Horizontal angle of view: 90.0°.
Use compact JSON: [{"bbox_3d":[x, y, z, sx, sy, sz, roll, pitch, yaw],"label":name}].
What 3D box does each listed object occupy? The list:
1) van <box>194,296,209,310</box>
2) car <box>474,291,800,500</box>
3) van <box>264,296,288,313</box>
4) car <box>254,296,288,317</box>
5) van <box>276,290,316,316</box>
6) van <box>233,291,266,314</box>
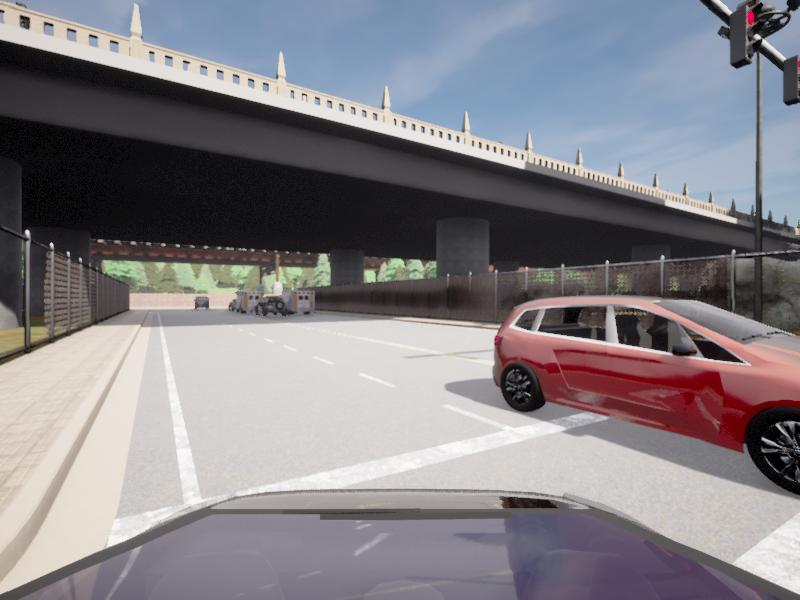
[{"bbox_3d":[-28.732,0.431,57.921,1.775,1.987,4.442,0,0,-24],"label":"van"},{"bbox_3d":[3.353,0.766,5.058,2.242,1.667,4.611,0,0,-32],"label":"car"},{"bbox_3d":[-15.100,0.481,48.696,1.775,1.987,4.442,0,0,-31],"label":"van"},{"bbox_3d":[-11.873,0.568,36.702,1.932,1.855,4.605,0,0,-31],"label":"car"},{"bbox_3d":[-11.030,0.285,42.041,2.351,2.431,6.366,0,0,-31],"label":"van"},{"bbox_3d":[-17.144,0.263,45.332,2.351,2.431,6.366,0,0,-31],"label":"van"}]
